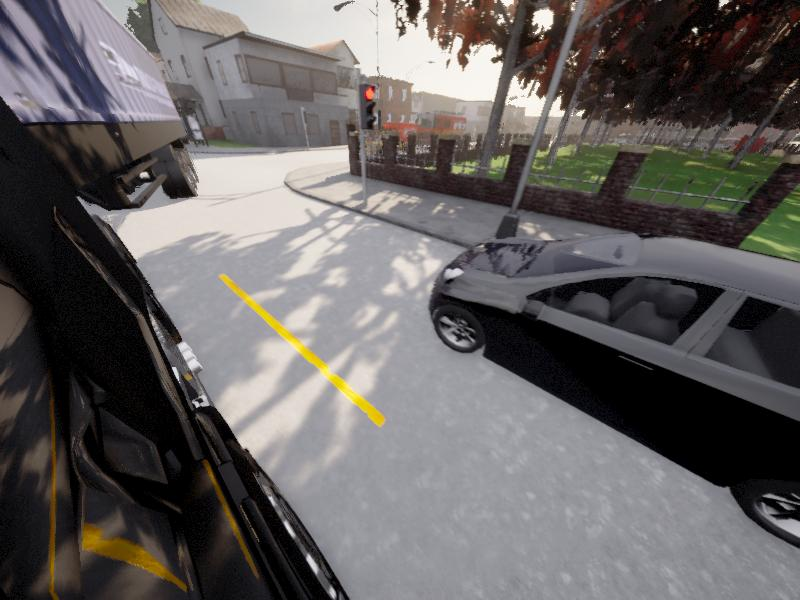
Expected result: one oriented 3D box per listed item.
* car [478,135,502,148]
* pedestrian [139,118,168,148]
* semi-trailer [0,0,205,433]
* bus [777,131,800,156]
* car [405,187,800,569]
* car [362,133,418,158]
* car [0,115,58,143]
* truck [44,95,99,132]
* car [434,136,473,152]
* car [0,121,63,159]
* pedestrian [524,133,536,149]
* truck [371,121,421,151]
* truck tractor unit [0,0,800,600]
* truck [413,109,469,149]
[{"bbox_3d":[13.548,-23.966,34.858,1.845,1.501,3.633,27,44,29],"label":"car"},{"bbox_3d":[-19.268,-13.080,18.109,0.751,1.860,0.751,-22,43,-28],"label":"pedestrian"},{"bbox_3d":[-7.325,-4.289,5.219,2.717,4.402,14.254,-20,42,-26],"label":"semi-trailer"},{"bbox_3d":[84.809,-32.172,47.427,3.944,4.253,10.273,28,42,30],"label":"bus"},{"bbox_3d":[2.076,0.131,2.291,3.633,1.501,1.845,28,44,30],"label":"car"},{"bbox_3d":[-0.777,-14.034,20.860,1.801,1.575,5.366,28,44,30],"label":"car"},{"bbox_3d":[-32.540,-15.073,20.306,4.553,1.767,2.097,28,44,30],"label":"car"},{"bbox_3d":[-48.592,-27.478,34.173,8.468,3.827,2.891,28,44,30],"label":"truck"},{"bbox_3d":[6.552,-19.024,28.034,2.033,1.411,5.357,28,44,29],"label":"car"},{"bbox_3d":[-22.926,-9.927,14.196,5.366,1.575,1.801,28,44,30],"label":"car"},{"bbox_3d":[18.564,-22.731,33.009,0.751,1.860,0.751,25,43,27],"label":"pedestrian"},{"bbox_3d":[-0.371,-18.380,25.906,2.627,2.467,5.204,28,44,30],"label":"truck"},{"bbox_3d":[-2.645,-0.295,0.352,6.516,4.208,3.053,28,44,30],"label":"truck tractor unit"},{"bbox_3d":[5.571,-22.825,30.998,2.891,3.827,8.468,29,44,30],"label":"truck"}]
